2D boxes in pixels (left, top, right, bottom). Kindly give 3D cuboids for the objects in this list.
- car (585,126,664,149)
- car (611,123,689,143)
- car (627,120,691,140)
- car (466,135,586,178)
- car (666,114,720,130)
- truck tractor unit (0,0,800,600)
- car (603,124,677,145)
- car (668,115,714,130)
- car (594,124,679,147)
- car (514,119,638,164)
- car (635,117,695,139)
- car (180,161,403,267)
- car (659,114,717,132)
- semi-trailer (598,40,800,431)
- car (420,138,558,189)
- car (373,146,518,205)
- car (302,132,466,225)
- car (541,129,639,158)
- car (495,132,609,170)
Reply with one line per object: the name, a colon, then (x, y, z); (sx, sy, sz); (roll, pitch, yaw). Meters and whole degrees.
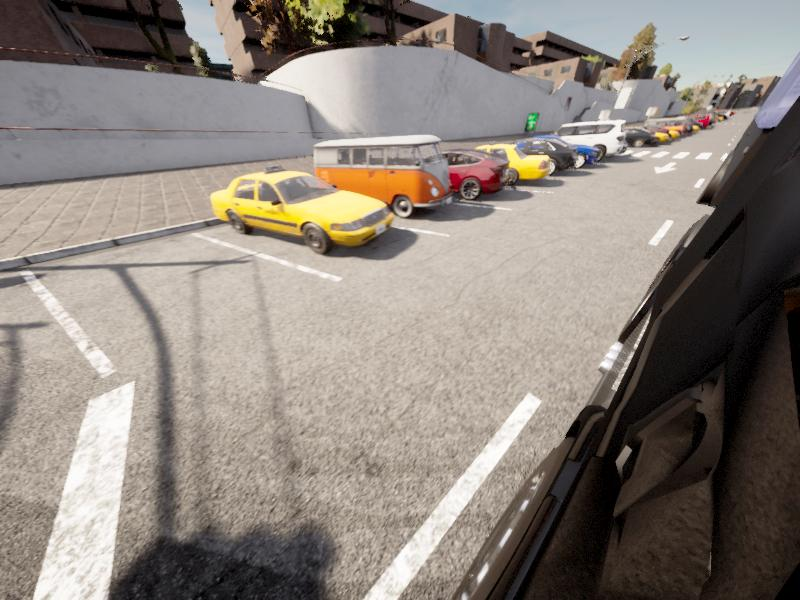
car: (19.913, -14.623, 20.851); (4.674, 1.452, 2.002); (17, 41, 25)
car: (26.921, -18.216, 25.241); (5.366, 1.575, 1.946); (17, 40, 25)
car: (31.348, -20.760, 28.224); (4.553, 1.767, 2.185); (17, 41, 25)
car: (6.219, -7.397, 11.887); (4.892, 1.521, 2.231); (17, 41, 25)
car: (54.181, -33.103, 42.969); (5.566, 2.045, 2.435); (17, 41, 25)
truck tractor unit: (2.645, -0.295, 0.352); (6.516, 4.208, 3.053); (-28, 44, -30)
car: (24.450, -17.044, 23.850); (4.792, 1.488, 2.163); (17, 41, 25)
car: (51.977, -31.823, 41.475); (4.442, 1.987, 1.878); (17, 41, 25)
car: (22.354, -15.816, 22.246); (5.366, 1.575, 1.946); (17, 40, 25)
car: (10.740, -10.036, 14.726); (5.566, 2.045, 2.435); (17, 41, 25)
car: (33.711, -22.031, 29.631); (4.442, 1.987, 1.878); (17, 40, 25)
car: (-2.754, -2.491, 5.871); (5.366, 1.575, 1.946); (17, 40, 25)
car: (49.561, -30.641, 40.044); (5.566, 2.045, 2.435); (17, 41, 25)
semi-trailer: (8.695, -3.607, 4.233); (14.254, 4.402, 2.717); (-28, 44, -30)
car: (3.770, -6.236, 10.480); (5.366, 1.575, 1.946); (17, 41, 25)
car: (1.624, -4.951, 8.947); (4.792, 1.488, 2.163); (17, 41, 25)
car: (-0.540, -3.905, 7.253); (4.442, 1.987, 1.878); (17, 40, 25)
car: (13.059, -11.043, 16.364); (4.892, 1.521, 2.231); (17, 40, 25)
car: (8.495, -8.619, 13.382); (5.008, 1.535, 2.097); (17, 40, 25)
